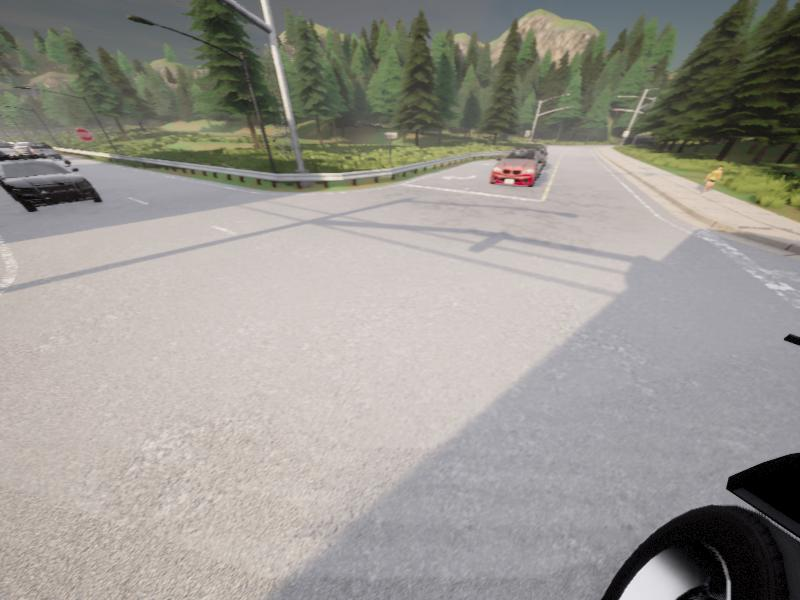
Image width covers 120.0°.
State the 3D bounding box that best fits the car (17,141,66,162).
[{"bbox_3d":[-37.885,-15.753,24.436,3.988,1.617,1.851,20,40,25],"label":"car"}]

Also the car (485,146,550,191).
[{"bbox_3d":[6.622,-7.483,12.845,2.242,1.667,4.611,19,40,25],"label":"car"}]

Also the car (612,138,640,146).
[{"bbox_3d":[55.718,-39.057,57.112,4.674,1.442,1.812,0,36,-1],"label":"car"}]

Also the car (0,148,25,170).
[{"bbox_3d":[-32.610,-11.312,18.513,4.718,1.301,1.895,20,40,25],"label":"car"}]

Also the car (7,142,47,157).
[{"bbox_3d":[-46.714,-18.886,28.934,4.674,1.442,1.812,20,40,25],"label":"car"}]

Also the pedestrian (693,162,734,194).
[{"bbox_3d":[13.338,-5.202,9.855,0.500,1.100,0.500,23,41,28],"label":"pedestrian"}]

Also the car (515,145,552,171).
[{"bbox_3d":[10.834,-11.509,18.630,1.816,1.474,4.193,19,40,25],"label":"car"}]

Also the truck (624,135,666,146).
[{"bbox_3d":[57.119,-37.263,54.048,6.274,2.098,2.390,2,36,2],"label":"truck"}]

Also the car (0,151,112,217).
[{"bbox_3d":[-14.032,-4.716,9.037,5.238,1.638,1.930,20,40,25],"label":"car"}]
